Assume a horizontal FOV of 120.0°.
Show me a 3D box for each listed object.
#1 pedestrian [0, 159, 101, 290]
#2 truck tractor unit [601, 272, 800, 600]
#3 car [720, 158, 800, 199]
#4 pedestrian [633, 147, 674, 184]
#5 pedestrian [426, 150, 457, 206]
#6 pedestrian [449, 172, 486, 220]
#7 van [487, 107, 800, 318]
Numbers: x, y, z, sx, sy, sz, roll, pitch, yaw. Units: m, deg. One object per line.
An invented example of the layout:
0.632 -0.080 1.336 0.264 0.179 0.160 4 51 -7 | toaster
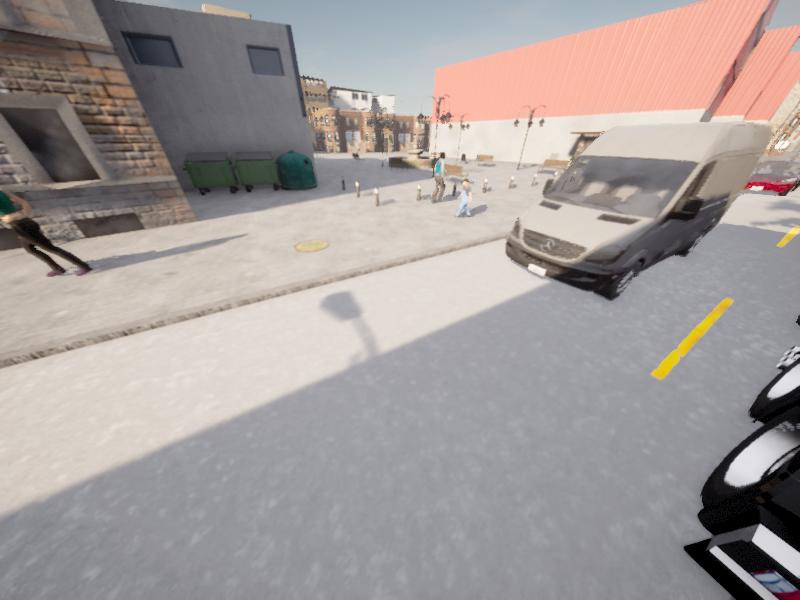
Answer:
-6.320 -1.225 3.860 0.751 1.860 0.751 -22 40 -28 | pedestrian
5.122 -0.291 0.760 6.516 4.208 3.053 -18 39 -23 | truck tractor unit
20.191 -6.689 12.493 4.792 1.488 2.163 -18 39 -25 | car
15.304 -8.165 14.017 0.751 1.860 0.751 -15 38 -21 | pedestrian
1.609 -4.858 9.227 0.751 1.860 0.751 -19 39 -25 | pedestrian
2.149 -3.374 7.509 0.751 1.300 0.751 -4 35 -6 | pedestrian
4.968 -2.098 4.839 5.915 2.561 1.988 -18 39 -25 | van
